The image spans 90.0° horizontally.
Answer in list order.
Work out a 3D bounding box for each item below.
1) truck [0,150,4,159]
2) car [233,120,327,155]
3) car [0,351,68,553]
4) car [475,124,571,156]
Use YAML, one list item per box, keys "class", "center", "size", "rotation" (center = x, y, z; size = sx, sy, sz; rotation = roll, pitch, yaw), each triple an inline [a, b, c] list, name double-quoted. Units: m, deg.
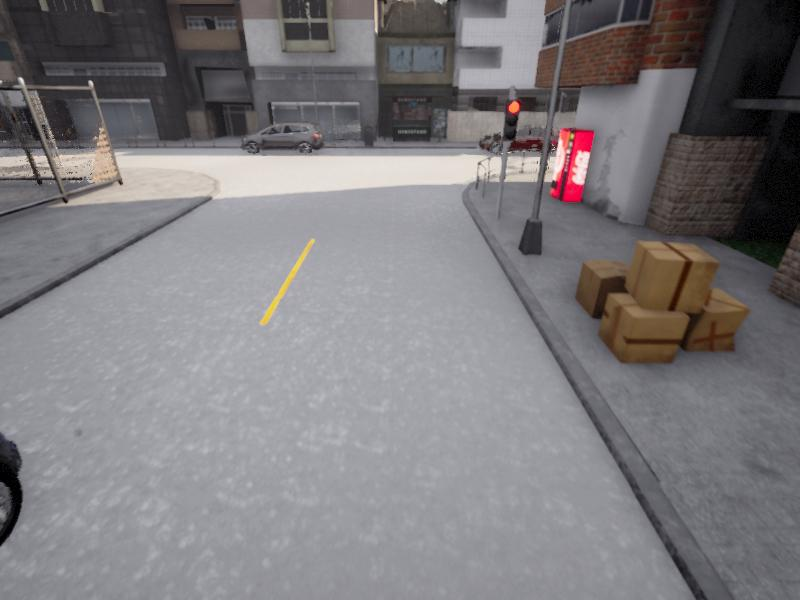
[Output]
- class: "truck"
  center: [-23.436, -7.929, 19.301]
  size: [5.204, 2.467, 2.627]
  rotation: [0, 27, 0]
- class: "car"
  center: [-6.761, -9.391, 23.095]
  size: [4.611, 1.667, 2.242]
  rotation: [0, 27, 0]
- class: "car"
  center: [-3.997, 1.812, 1.125]
  size: [2.097, 1.767, 4.553]
  rotation: [0, 27, 0]
- class: "car"
  center: [6.977, -9.298, 23.178]
  size: [4.792, 1.488, 2.163]
  rotation: [0, 27, 0]
